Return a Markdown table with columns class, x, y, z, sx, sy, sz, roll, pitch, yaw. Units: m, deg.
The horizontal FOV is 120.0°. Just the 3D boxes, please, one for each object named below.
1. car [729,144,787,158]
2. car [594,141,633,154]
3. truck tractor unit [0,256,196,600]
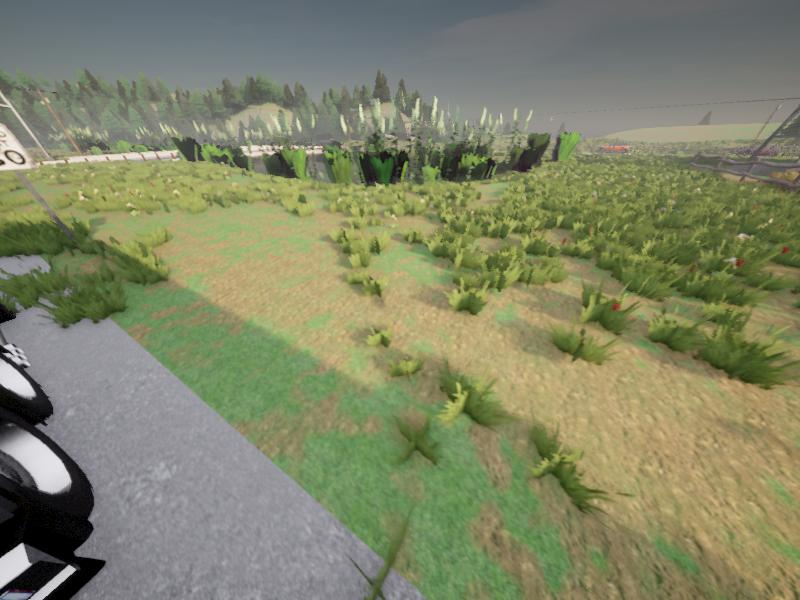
| class | x | y | z | sx | sy | sz | roll | pitch | yaw |
| --- | --- | --- | --- | --- | --- | --- | --- | --- | --- |
| car | 49.677 | -20.832 | 32.208 | 3.806 | 1.475 | 1.970 | 22 | 41 | 28 |
| car | 36.627 | -26.206 | 39.755 | 4.553 | 1.767 | 2.097 | 22 | 41 | 29 |
| truck tractor unit | -5.095 | -0.317 | 0.794 | 6.516 | 4.208 | 3.053 | 19 | 39 | 25 |
